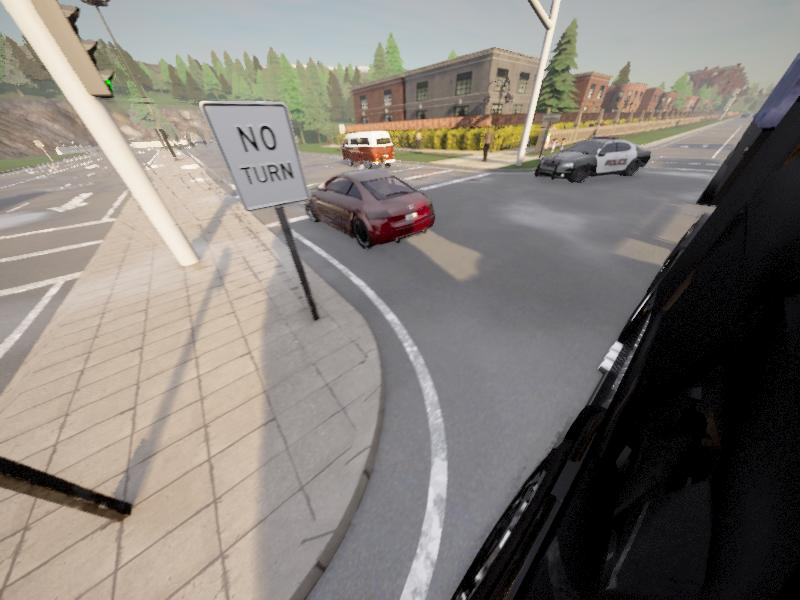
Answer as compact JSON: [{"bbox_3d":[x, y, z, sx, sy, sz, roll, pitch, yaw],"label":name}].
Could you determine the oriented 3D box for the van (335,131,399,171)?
[{"bbox_3d":[-2.353,-10.518,16.233,2.069,2.038,4.480,-28,43,-30],"label":"van"}]

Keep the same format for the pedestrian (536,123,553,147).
[{"bbox_3d":[13.711,-15.606,21.896,0.751,1.860,0.751,21,43,29],"label":"pedestrian"}]

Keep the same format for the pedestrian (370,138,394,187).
[{"bbox_3d":[-0.847,-6.524,10.982,0.751,1.860,0.751,-19,40,-21],"label":"pedestrian"}]

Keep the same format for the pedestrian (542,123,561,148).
[{"bbox_3d":[13.965,-15.216,21.355,0.751,1.860,0.751,-31,45,-33],"label":"pedestrian"}]

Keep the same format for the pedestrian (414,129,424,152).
[{"bbox_3d":[1.885,-15.907,23.059,0.751,1.860,0.751,-25,42,-27],"label":"pedestrian"}]

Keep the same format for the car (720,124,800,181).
[{"bbox_3d":[16.527,-6.612,10.131,5.027,1.651,2.152,-28,43,-30],"label":"car"}]

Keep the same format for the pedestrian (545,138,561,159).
[{"bbox_3d":[10.131,-10.051,15.301,0.500,1.100,0.500,20,42,28],"label":"pedestrian"}]

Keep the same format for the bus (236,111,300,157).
[{"bbox_3d":[-17.685,-21.892,30.643,3.944,4.253,10.273,-27,43,-29],"label":"bus"}]

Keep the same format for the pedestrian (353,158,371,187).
[{"bbox_3d":[-1.785,-5.939,10.798,0.500,1.100,0.500,-29,44,-31],"label":"pedestrian"}]

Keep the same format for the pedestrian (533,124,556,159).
[{"bbox_3d":[9.595,-10.535,15.350,0.751,1.860,0.751,16,40,23],"label":"pedestrian"}]

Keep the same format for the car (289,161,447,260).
[{"bbox_3d":[-1.055,-2.718,6.243,1.994,1.385,4.181,-28,44,-30],"label":"car"}]

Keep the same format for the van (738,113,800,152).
[{"bbox_3d":[25.647,-11.613,15.960,4.442,1.987,1.775,-28,43,-30],"label":"van"}]

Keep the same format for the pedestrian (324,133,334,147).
[{"bbox_3d":[-11.084,-24.980,36.075,0.751,1.860,0.751,-26,43,-28],"label":"pedestrian"}]

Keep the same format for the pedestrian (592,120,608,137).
[{"bbox_3d":[26.430,-22.664,30.560,0.751,1.860,0.751,-27,43,-29],"label":"pedestrian"}]

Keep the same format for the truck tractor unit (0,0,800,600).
[{"bbox_3d":[2.645,-0.295,0.351,6.516,4.208,3.053,-28,44,-30],"label":"truck tractor unit"}]

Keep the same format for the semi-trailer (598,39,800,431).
[{"bbox_3d":[8.697,-3.598,4.241,14.254,4.402,2.717,-28,43,-30],"label":"semi-trailer"}]

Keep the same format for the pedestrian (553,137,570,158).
[{"bbox_3d":[10.668,-10.050,15.266,0.500,1.100,0.500,5,37,10],"label":"pedestrian"}]

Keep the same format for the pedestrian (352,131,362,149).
[{"bbox_3d":[-5.692,-21.247,30.716,0.751,1.860,0.751,-27,43,-29],"label":"pedestrian"}]

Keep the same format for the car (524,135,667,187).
[{"bbox_3d":[8.624,-6.390,10.420,4.974,1.542,2.038,-13,38,-13],"label":"car"}]

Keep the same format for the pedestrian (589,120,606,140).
[{"bbox_3d":[23.465,-20.214,27.459,0.751,1.860,0.751,-28,44,-30],"label":"pedestrian"}]

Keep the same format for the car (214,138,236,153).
[{"bbox_3d":[-29.512,-26.040,38.950,1.905,1.878,3.866,-28,43,-29],"label":"car"}]

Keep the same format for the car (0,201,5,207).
[{"bbox_3d":[-18.096,-3.969,8.579,1.905,1.878,3.866,-28,43,-29],"label":"car"}]

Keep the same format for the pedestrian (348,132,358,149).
[{"bbox_3d":[-6.385,-21.742,31.426,0.751,1.860,0.751,-28,43,-30],"label":"pedestrian"}]

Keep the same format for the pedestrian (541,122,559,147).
[{"bbox_3d":[14.636,-16.132,22.543,0.751,1.860,0.751,-31,45,-32],"label":"pedestrian"}]

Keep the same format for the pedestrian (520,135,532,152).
[{"bbox_3d":[10.672,-13.244,19.555,0.500,1.100,0.500,-31,45,-33],"label":"pedestrian"}]

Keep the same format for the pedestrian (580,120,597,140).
[{"bbox_3d":[22.802,-20.542,27.942,0.751,1.860,0.751,-26,43,-28],"label":"pedestrian"}]

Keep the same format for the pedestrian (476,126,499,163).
[{"bbox_3d":[5.409,-9.690,14.432,0.751,1.860,0.751,-28,44,-30],"label":"pedestrian"}]
